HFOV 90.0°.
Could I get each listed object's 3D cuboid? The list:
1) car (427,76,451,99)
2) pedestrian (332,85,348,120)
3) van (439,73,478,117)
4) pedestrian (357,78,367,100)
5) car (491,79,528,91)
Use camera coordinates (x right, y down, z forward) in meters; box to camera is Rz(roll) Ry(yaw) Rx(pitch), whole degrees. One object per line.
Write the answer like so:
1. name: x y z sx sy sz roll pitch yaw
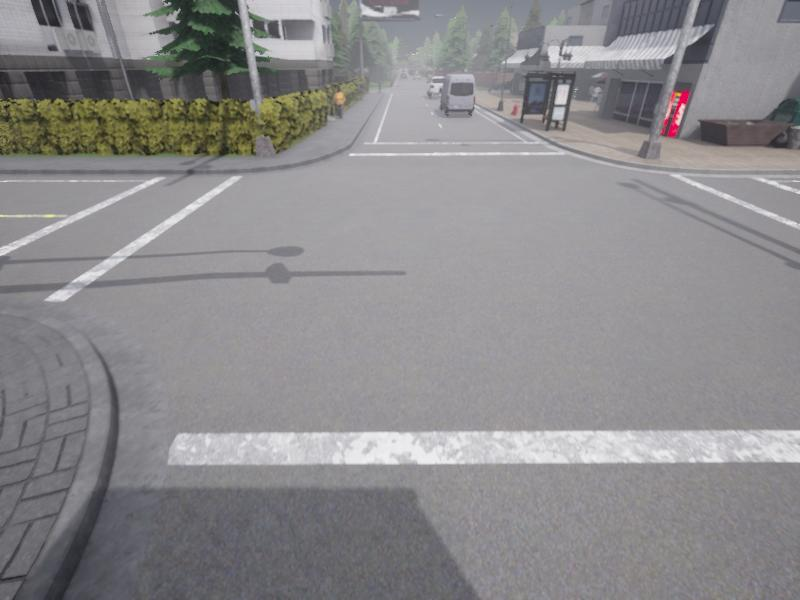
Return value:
1. car: 4.242 -23.811 44.719 2.150 2.045 5.566 0 30 0
2. pedestrian: -3.643 -11.978 24.307 0.751 1.860 0.751 0 30 -1
3. van: 4.170 -15.166 29.443 1.988 2.561 5.915 0 30 0
4. pedestrian: -3.691 -20.581 39.026 0.751 1.860 0.751 3 30 6
5. car: 16.169 -31.883 59.365 4.892 1.490 1.837 1 30 1
